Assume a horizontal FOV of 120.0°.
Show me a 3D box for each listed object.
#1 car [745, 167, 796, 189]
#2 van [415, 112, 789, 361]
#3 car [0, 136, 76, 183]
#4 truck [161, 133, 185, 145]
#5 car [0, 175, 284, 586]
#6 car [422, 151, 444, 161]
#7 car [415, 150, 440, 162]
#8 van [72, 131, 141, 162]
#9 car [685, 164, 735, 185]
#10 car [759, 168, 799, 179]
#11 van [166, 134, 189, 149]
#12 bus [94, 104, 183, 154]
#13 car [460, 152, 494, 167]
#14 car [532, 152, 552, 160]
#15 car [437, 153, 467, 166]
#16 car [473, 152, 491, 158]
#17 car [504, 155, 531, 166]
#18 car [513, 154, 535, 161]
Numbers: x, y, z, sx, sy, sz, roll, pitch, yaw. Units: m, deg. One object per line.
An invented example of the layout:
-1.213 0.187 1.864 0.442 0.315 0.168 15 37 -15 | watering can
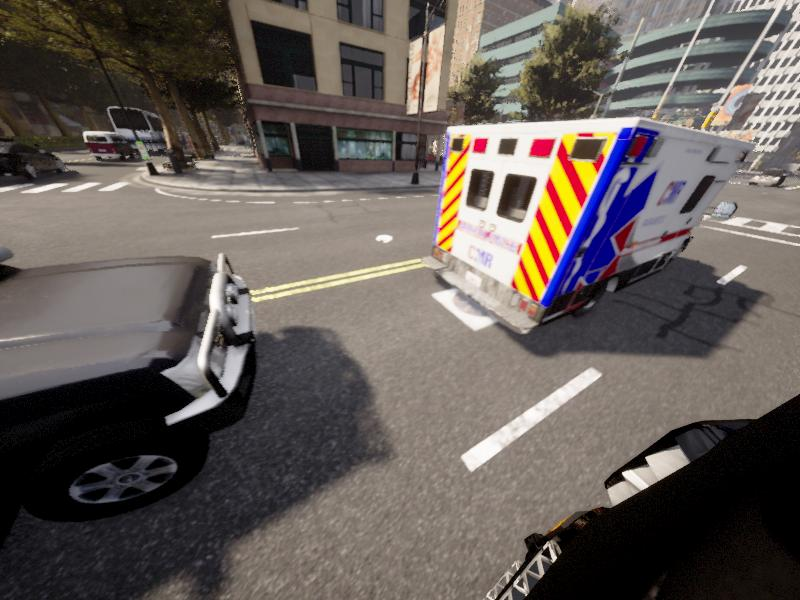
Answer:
43.019 -14.227 26.824 4.605 1.855 1.932 -16 38 -24 | car
3.704 -1.591 4.399 6.366 2.431 2.351 -15 38 -25 | van
-19.281 -7.064 11.471 1.930 1.638 5.238 -18 39 -28 | car
-51.494 -36.558 52.551 2.390 2.098 6.274 -15 38 -25 | truck
-3.404 0.550 1.135 4.605 1.855 1.932 -15 38 -25 | car
6.374 -27.674 44.488 1.994 1.385 4.181 -15 38 -25 | car
4.791 -25.376 40.794 2.007 1.525 4.514 -15 38 -25 | car
-25.555 -13.632 20.429 2.069 2.038 4.480 -15 38 -25 | van
35.697 -14.465 26.615 4.605 1.855 1.932 -15 38 -25 | car
85.908 -28.864 52.533 2.152 1.651 5.027 14 35 16 | car
-40.097 -28.667 41.774 1.775 1.987 4.442 -15 38 -25 | van
-32.152 -21.297 29.347 3.944 4.253 10.273 -15 37 -25 | bus
11.990 -21.976 36.155 2.242 1.667 4.611 -15 38 -25 | car
50.891 -51.701 82.881 2.435 2.045 5.566 -15 38 -25 | car
8.056 -22.001 36.086 1.812 1.442 4.674 -15 38 -25 | car
24.809 -43.970 69.987 2.161 1.482 4.786 -15 38 -25 | car
21.346 -25.401 42.127 1.845 1.501 3.633 -15 38 -25 | car
34.041 -39.148 63.443 2.128 1.511 4.902 -15 38 -25 | car
